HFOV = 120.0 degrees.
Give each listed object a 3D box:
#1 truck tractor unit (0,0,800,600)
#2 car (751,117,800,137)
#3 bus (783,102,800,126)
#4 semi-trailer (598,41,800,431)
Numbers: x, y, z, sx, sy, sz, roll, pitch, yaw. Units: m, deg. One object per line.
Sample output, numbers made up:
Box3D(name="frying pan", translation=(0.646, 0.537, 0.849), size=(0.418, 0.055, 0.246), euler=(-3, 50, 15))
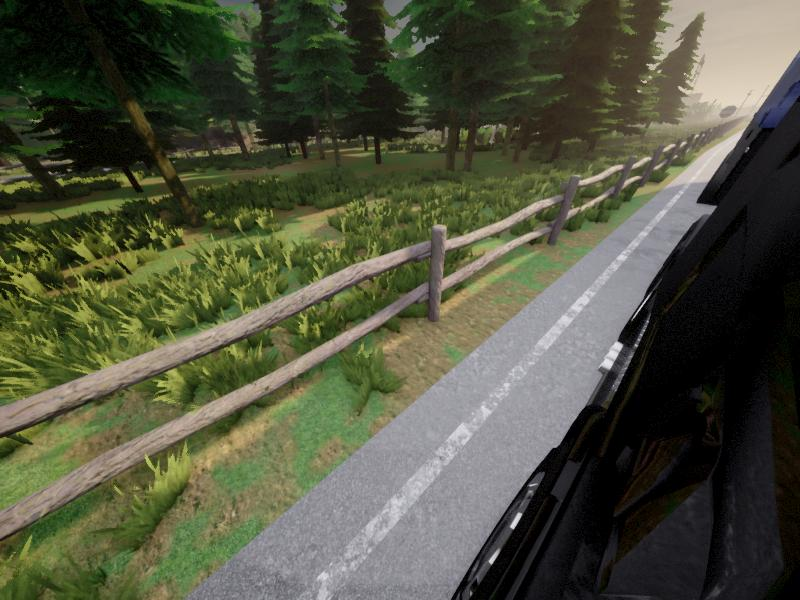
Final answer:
Box3D(name="truck tractor unit", translation=(2.645, -0.295, 0.351), size=(6.516, 4.208, 3.053), euler=(-28, 44, -30))
Box3D(name="car", translation=(39.749, -17.396, 23.103), size=(4.902, 1.511, 2.128), euler=(1, 37, 5))
Box3D(name="bus", translation=(66.274, -30.535, 36.669), size=(10.273, 4.253, 3.944), euler=(-27, 43, -29))
Box3D(name="semi-trailer", translation=(8.687, -3.616, 4.235), size=(14.254, 4.402, 2.717), euler=(-28, 44, -30))
